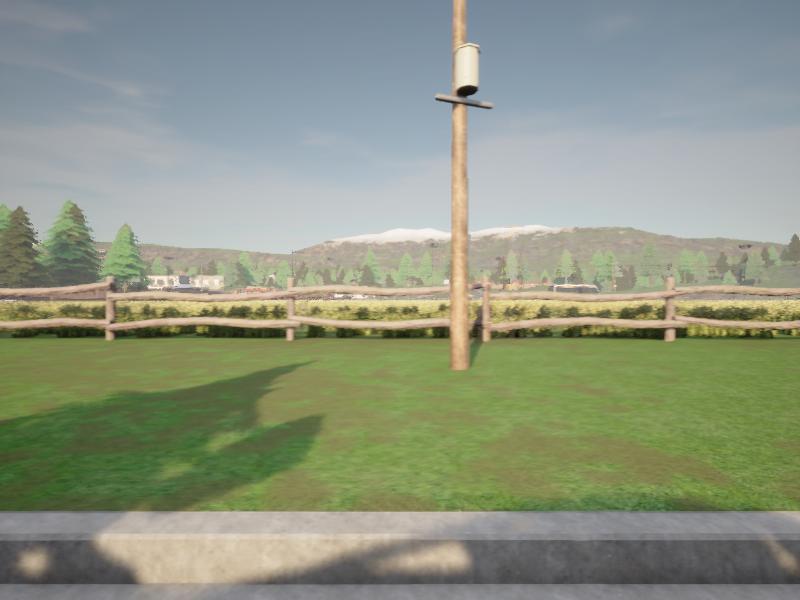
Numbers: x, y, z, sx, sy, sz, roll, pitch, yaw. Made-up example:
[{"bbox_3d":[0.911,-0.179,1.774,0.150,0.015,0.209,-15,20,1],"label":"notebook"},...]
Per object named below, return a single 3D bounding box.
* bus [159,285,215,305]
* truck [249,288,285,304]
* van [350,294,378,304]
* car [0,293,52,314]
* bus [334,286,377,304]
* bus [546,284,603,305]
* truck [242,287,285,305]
[{"bbox_3d":[-46.690,-1.140,88.010,10.273,4.253,3.944,0,0,0],"label":"bus"},{"bbox_3d":[-33.725,-0.926,101.681,8.468,3.827,2.891,0,0,-25],"label":"truck"},{"bbox_3d":[-8.476,-0.227,95.059,6.366,2.431,2.351,0,0,0],"label":"van"},{"bbox_3d":[-30.025,0.224,30.401,2.038,1.542,4.974,0,0,25],"label":"car"},{"bbox_3d":[-10.813,-1.139,98.671,10.273,4.253,3.944,0,0,0],"label":"bus"},{"bbox_3d":[36.904,-1.137,84.885,10.273,4.253,3.944,0,0,0],"label":"bus"},{"bbox_3d":[-30.038,-0.925,87.959,8.468,3.827,2.891,0,0,0],"label":"truck"}]
